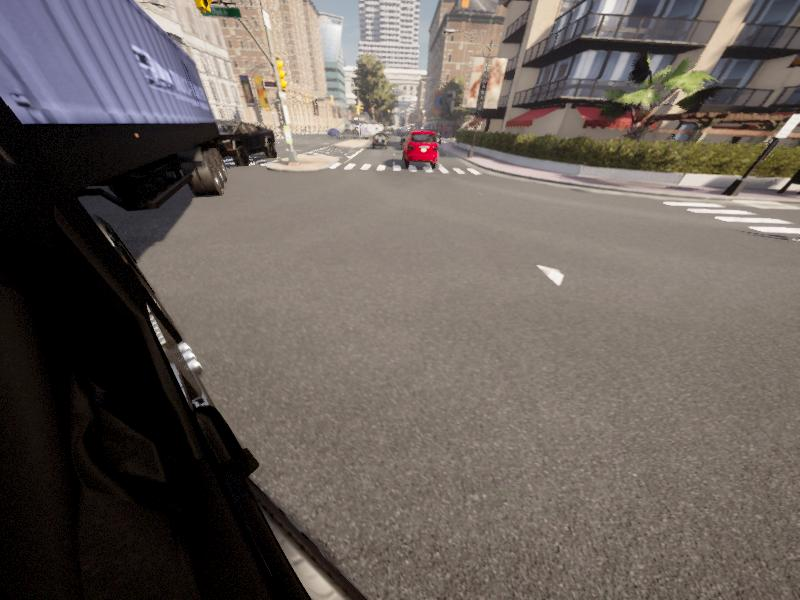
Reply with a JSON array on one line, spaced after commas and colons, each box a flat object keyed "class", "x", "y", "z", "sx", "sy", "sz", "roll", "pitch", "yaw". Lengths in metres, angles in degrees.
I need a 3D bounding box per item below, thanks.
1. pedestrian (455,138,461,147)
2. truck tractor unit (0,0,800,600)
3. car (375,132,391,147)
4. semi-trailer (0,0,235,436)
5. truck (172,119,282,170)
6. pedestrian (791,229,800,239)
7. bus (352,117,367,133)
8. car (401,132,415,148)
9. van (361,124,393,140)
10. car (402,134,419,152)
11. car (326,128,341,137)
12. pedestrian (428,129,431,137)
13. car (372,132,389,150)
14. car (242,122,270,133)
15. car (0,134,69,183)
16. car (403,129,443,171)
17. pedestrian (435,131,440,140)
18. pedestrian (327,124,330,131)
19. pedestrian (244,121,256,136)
[{"class": "pedestrian", "x": 8.320, "y": -22.574, "z": 33.137, "sx": 0.500, "sy": 1.100, "sz": 0.500, "roll": 1, "pitch": 37, "yaw": -3}, {"class": "truck tractor unit", "x": -2.645, "y": -0.295, "z": 0.351, "sx": 6.516, "sy": 4.208, "sz": 3.053, "roll": 28, "pitch": 44, "yaw": 30}, {"class": "car", "x": -2.386, "y": -22.650, "z": 32.507, "sx": 2.007, "sy": 1.525, "sz": 4.514, "roll": 1, "pitch": 37, "yaw": -2}, {"class": "semi-trailer", "x": -6.782, "y": -4.452, "z": 5.481, "sx": 2.717, "sy": 4.402, "sz": 14.254, "roll": -15, "pitch": 41, "yaw": -22}, {"class": "truck", "x": -10.009, "y": -9.800, "z": 14.376, "sx": 2.390, "sy": 2.098, "sz": 6.274, "roll": 0, "pitch": 37, "yaw": -3}, {"class": "pedestrian", "x": 11.999, "y": -2.380, "z": 5.994, "sx": 0.751, "sy": 1.860, "sz": 0.751, "roll": 2, "pitch": 37, "yaw": -1}, {"class": "bus", "x": -14.561, "y": -63.543, "z": 84.122, "sx": 3.944, "sy": 4.253, "sz": 10.273, "roll": 1, "pitch": 37, "yaw": -2}, {"class": "car", "x": 1.107, "y": -23.070, "z": 33.220, "sx": 1.851, "sy": 1.617, "sz": 3.988, "roll": 1, "pitch": 37, "yaw": -2}, {"class": "van", "x": -4.641, "y": -34.301, "z": 47.186, "sx": 6.366, "sy": 2.431, "sz": 2.351, "roll": 1, "pitch": 37, "yaw": -2}, {"class": "car", "x": 1.184, "y": -19.231, "z": 28.187, "sx": 1.837, "sy": 1.490, "sz": 4.892, "roll": 1, "pitch": 37, "yaw": -2}, {"class": "car", "x": -14.156, "y": -35.912, "z": 49.487, "sx": 1.882, "sy": 1.535, "sz": 5.008, "roll": 1, "pitch": 37, "yaw": -2}, {"class": "pedestrian", "x": 8.598, "y": -49.109, "z": 67.987, "sx": 0.751, "sy": 1.860, "sz": 0.751, "roll": 4, "pitch": 37, "yaw": 1}, {"class": "car", "x": -2.304, "y": -18.955, "z": 27.550, "sx": 1.789, "sy": 1.549, "sz": 3.705, "roll": 1, "pitch": 37, "yaw": -2}, {"class": "car", "x": -32.295, "y": -38.790, "z": 51.918, "sx": 4.605, "sy": 1.855, "sz": 1.932, "roll": 1, "pitch": 37, "yaw": -2}, {"class": "car", "x": -15.735, "y": -4.931, "z": 8.120, "sx": 1.994, "sy": 1.385, "sz": 4.181, "roll": 17, "pitch": 39, "yaw": 19}, {"class": "car", "x": 1.424, "y": -10.969, "z": 16.701, "sx": 2.150, "sy": 2.045, "sz": 5.566, "roll": 1, "pitch": 37, "yaw": -2}, {"class": "pedestrian", "x": 8.934, "y": -39.046, "z": 54.811, "sx": 0.751, "sy": 1.860, "sz": 0.751, "roll": 2, "pitch": 37, "yaw": -1}, {"class": "pedestrian", "x": -24.748, "y": -59.813, "z": 80.208, "sx": 0.751, "sy": 1.860, "sz": 0.751, "roll": 1, "pitch": 37, "yaw": -3}, {"class": "pedestrian", "x": -23.376, "y": -26.691, "z": 36.020, "sx": 0.751, "sy": 1.860, "sz": 0.751, "roll": 7, "pitch": 37, "yaw": 6}]
